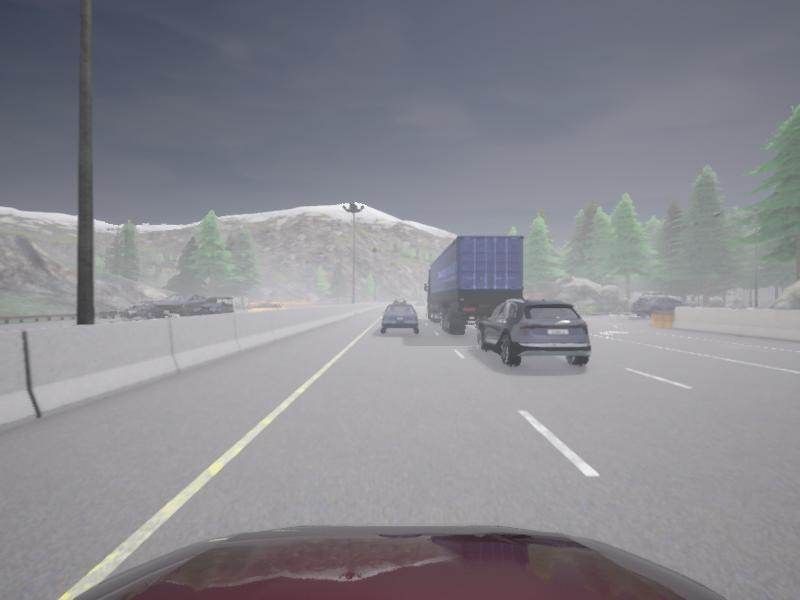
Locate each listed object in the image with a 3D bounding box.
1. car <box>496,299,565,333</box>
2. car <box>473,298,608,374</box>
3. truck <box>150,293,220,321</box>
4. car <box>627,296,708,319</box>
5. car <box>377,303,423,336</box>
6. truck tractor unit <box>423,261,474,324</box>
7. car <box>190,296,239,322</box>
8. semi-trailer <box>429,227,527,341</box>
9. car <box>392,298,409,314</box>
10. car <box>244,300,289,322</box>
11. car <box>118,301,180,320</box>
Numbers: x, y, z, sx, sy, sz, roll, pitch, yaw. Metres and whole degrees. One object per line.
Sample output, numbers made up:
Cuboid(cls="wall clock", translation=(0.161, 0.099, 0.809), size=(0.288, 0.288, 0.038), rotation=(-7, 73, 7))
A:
Cuboid(cls="car", translation=(6.999, 0.785, 22.062), size=(2.152, 1.651, 5.027), rotation=(0, 0, 0))
Cuboid(cls="car", translation=(3.487, 0.780, 11.099), size=(2.033, 1.649, 4.856), rotation=(0, 0, 0))
Cuboid(cls="truck", translation=(-17.501, 0.550, 33.046), size=(2.390, 2.098, 6.274), rotation=(0, 0, 0))
Cuboid(cls="car", translation=(20.499, 0.571, 30.786), size=(4.856, 1.649, 2.033), rotation=(1, 0, 1))
Cuboid(cls="car", translation=(0.002, 0.899, 20.708), size=(2.033, 1.411, 5.357), rotation=(0, 0, 0))
Cuboid(cls="truck tractor unit", translation=(3.509, -0.518, 30.384), size=(3.053, 4.208, 6.516), rotation=(0, 0, 0))
Cuboid(cls="car", translation=(-14.001, 0.653, 30.431), size=(1.905, 1.878, 3.866), rotation=(0, 0, 0))
Cuboid(cls="semi-trailer", translation=(3.501, -0.616, 22.464), size=(2.717, 4.402, 14.254), rotation=(0, 0, 0))
Cuboid(cls="car", translation=(0.004, 0.665, 47.978), size=(1.932, 1.855, 4.605), rotation=(0, 1, 0))
Cuboid(cls="car", translation=(-10.500, 0.807, 31.905), size=(1.801, 1.575, 5.366), rotation=(0, 0, 0))
Cuboid(cls="car", translation=(-21.000, 0.843, 33.741), size=(2.128, 1.511, 4.902), rotation=(0, 0, 0))
